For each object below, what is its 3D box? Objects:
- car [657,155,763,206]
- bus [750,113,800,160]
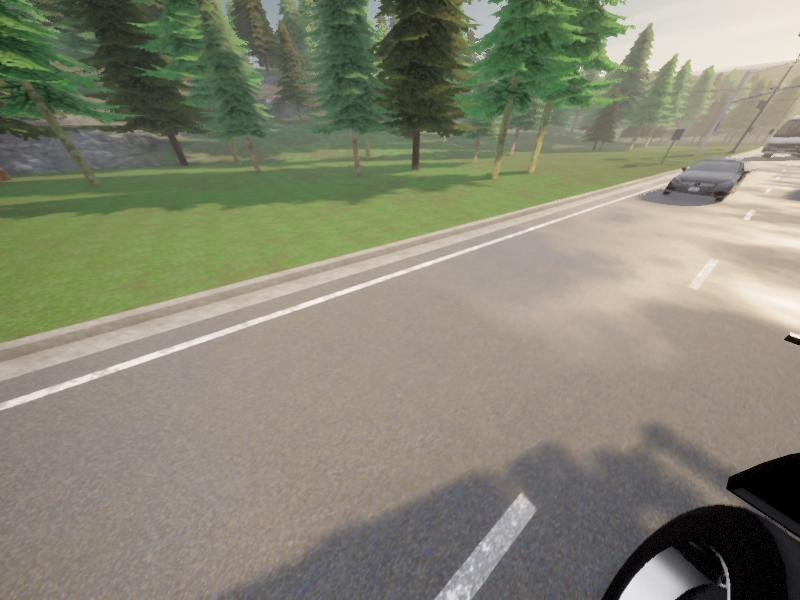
[{"bbox_3d":[13.867,-5.473,10.321,4.674,1.442,1.812,-22,41,-27],"label":"car"},{"bbox_3d":[48.423,-18.898,26.687,10.273,4.253,3.944,-9,35,-12],"label":"bus"}]
